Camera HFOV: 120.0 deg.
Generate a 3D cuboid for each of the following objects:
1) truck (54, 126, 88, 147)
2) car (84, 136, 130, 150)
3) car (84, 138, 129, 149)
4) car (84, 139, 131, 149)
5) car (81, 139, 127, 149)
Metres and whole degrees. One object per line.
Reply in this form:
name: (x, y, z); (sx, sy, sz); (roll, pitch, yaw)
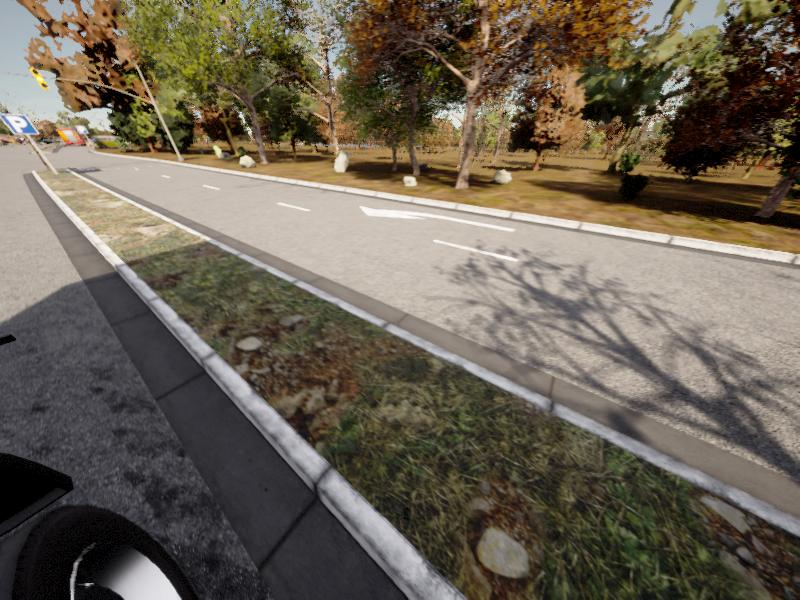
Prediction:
truck: (-79.628, -39.723, 56.103); (8.468, 3.827, 2.891); (30, 45, 35)
car: (-53.161, -28.587, 42.071); (1.878, 1.987, 4.442); (13, 37, 17)
car: (-55.374, -29.674, 43.773); (2.185, 1.767, 4.553); (13, 37, 17)
car: (-57.519, -30.822, 45.601); (1.946, 1.575, 5.366); (13, 37, 17)
car: (-59.866, -31.766, 46.918); (1.946, 1.575, 5.366); (14, 37, 17)
